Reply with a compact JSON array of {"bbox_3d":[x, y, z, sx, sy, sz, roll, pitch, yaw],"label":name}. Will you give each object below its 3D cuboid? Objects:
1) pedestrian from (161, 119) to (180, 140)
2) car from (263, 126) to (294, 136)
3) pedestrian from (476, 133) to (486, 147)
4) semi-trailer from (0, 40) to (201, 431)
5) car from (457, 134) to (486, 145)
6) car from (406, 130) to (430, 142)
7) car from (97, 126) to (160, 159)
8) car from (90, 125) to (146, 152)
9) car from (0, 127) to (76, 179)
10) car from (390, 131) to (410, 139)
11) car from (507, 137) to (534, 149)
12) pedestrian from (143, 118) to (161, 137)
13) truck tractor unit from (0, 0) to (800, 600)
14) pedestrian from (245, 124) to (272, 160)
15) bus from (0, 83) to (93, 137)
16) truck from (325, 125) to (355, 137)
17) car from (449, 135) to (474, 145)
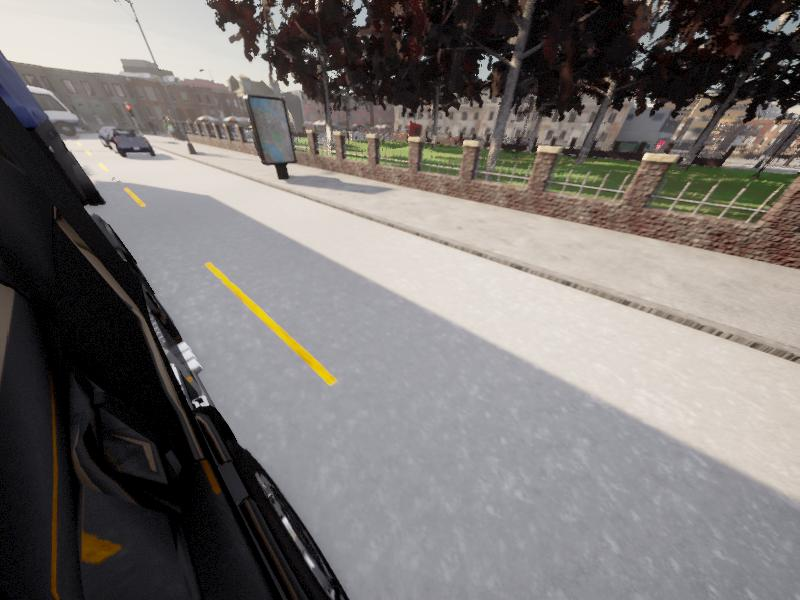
[{"bbox_3d":[-25.516,-18.958,25.713,0.751,1.860,0.751,30,45,32],"label":"pedestrian"},{"bbox_3d":[-24.102,-33.607,45.913,1.882,1.535,5.008,28,44,30],"label":"car"},{"bbox_3d":[13.361,-26.462,38.128,0.751,1.860,0.751,-24,44,-31],"label":"pedestrian"},{"bbox_3d":[-8.684,-3.603,4.257,14.254,4.402,2.717,28,44,30],"label":"semi-trailer"},{"bbox_3d":[14.109,-31.871,45.924,4.902,1.511,2.128,28,44,30],"label":"car"},{"bbox_3d":[3.726,-34.451,48.450,4.605,1.855,1.932,28,43,31],"label":"car"},{"bbox_3d":[-18.081,-10.530,15.382,3.633,1.501,1.845,28,44,30],"label":"car"},{"bbox_3d":[-22.377,-12.867,18.324,4.674,1.442,1.812,27,43,29],"label":"car"},{"bbox_3d":[-16.796,-6.703,10.338,4.514,1.525,2.007,28,44,30],"label":"car"},{"bbox_3d":[-0.053,-39.294,54.994,4.514,1.525,2.007,27,43,29],"label":"car"},{"bbox_3d":[21.464,-27.982,41.146,3.633,1.501,1.845,28,44,30],"label":"car"},{"bbox_3d":[-31.042,-21.612,28.932,0.751,1.860,0.751,29,44,31],"label":"pedestrian"},{"bbox_3d":[-2.645,-0.295,0.351,6.516,4.208,3.053,28,44,30],"label":"truck tractor unit"},{"bbox_3d":[-9.149,-10.195,14.984,0.751,1.860,0.751,28,44,30],"label":"pedestrian"},{"bbox_3d":[-40.959,-19.508,23.743,3.944,4.253,10.273,28,44,30],"label":"bus"},{"bbox_3d":[-14.239,-40.274,54.969,6.274,2.098,2.390,-18,41,-25],"label":"truck"},{"bbox_3d":[11.512,-30.099,43.423,3.806,1.475,1.970,28,44,30],"label":"car"}]
